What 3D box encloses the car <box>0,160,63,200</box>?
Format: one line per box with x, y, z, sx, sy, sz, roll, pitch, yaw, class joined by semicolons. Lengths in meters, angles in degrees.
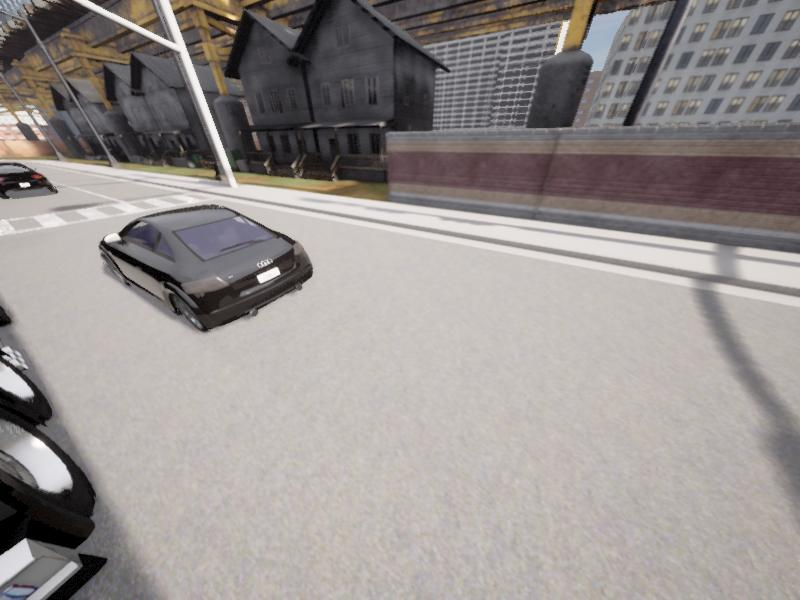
-20.628;-6.510;12.352;4.674;1.442;1.812;18;39;25;car

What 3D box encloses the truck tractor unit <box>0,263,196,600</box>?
-5.111;-0.297;0.792;6.516;4.208;3.053;18;39;24;truck tractor unit

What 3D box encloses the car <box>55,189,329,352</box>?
-3.683;-0.962;4.247;4.181;1.385;1.994;18;39;24;car
